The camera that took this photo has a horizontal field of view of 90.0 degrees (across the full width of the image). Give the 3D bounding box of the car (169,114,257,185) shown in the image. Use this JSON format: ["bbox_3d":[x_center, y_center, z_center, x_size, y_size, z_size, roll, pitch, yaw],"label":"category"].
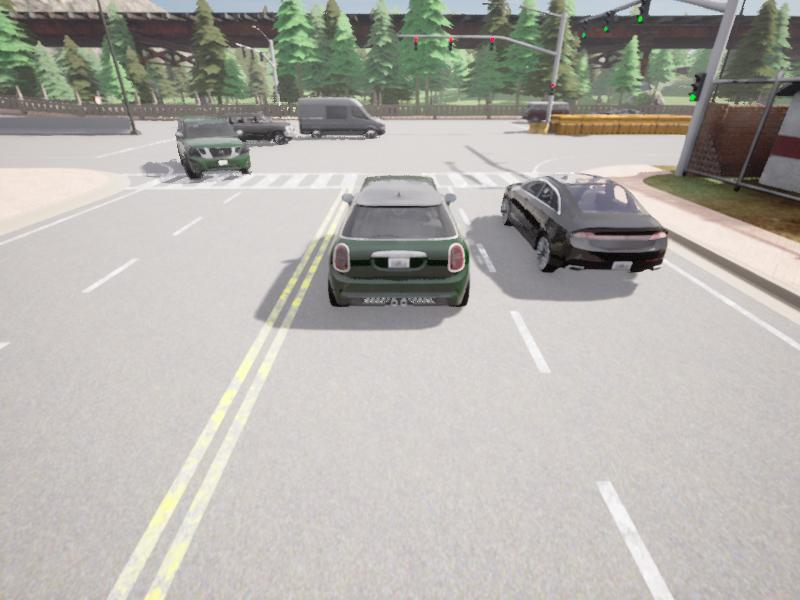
[{"bbox_3d":[-7.764,-6.344,16.359,2.150,2.045,5.566,-15,31,-27],"label":"car"}]

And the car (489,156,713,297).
[{"bbox_3d":[3.485,-1.855,8.353,2.128,1.511,4.902,0,28,0],"label":"car"}]

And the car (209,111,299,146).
[{"bbox_3d":[-8.793,-10.544,24.565,4.605,1.855,1.932,-1,28,-2],"label":"car"}]

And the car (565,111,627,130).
[{"bbox_3d":[16.929,-15.586,34.758,4.181,1.385,1.994,-1,28,-2],"label":"car"}]

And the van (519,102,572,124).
[{"bbox_3d":[14.724,-19.071,40.756,4.442,1.987,1.775,-1,28,-2],"label":"van"}]

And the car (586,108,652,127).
[{"bbox_3d":[20.672,-17.330,37.940,4.902,1.511,2.128,-1,28,-2],"label":"car"}]

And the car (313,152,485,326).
[{"bbox_3d":[-0.017,-1.471,7.312,2.097,1.767,4.553,0,28,0],"label":"car"}]

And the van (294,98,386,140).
[{"bbox_3d":[-3.978,-12.531,27.655,5.915,2.561,1.988,-1,28,-2],"label":"van"}]
